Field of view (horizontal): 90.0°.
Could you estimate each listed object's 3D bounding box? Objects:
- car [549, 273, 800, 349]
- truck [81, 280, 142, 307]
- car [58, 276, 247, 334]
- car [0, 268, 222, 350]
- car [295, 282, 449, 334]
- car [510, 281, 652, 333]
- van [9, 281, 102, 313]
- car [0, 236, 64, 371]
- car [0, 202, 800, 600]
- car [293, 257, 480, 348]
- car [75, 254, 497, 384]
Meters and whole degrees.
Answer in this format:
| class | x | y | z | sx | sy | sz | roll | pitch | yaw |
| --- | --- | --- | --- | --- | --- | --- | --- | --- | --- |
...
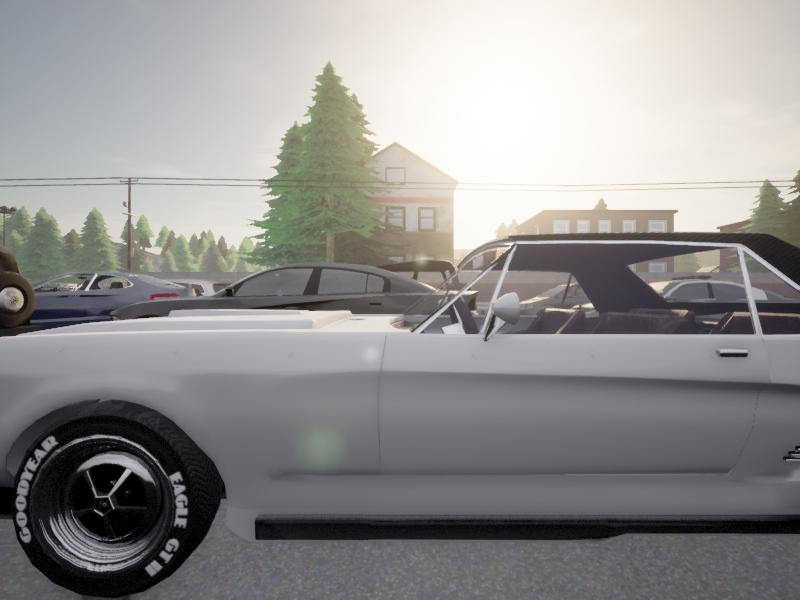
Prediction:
| class | x | y | z | sx | sy | sz | roll | pitch | yaw |
| --- | --- | --- | --- | --- | --- | --- | --- | --- | --- |
| car | 6.297 | 0.226 | 9.236 | 4.974 | 1.542 | 2.038 | 0 | 0 | 0 |
| truck | -42.704 | -0.925 | 59.662 | 2.891 | 3.827 | 8.468 | 0 | 0 | 1 |
| car | -7.559 | 0.156 | 12.661 | 4.611 | 1.667 | 2.242 | 0 | 0 | -1 |
| car | -7.069 | 0.181 | 9.172 | 5.027 | 1.651 | 2.152 | 0 | 0 | 0 |
| car | -0.816 | 0.228 | 12.696 | 4.514 | 1.525 | 2.007 | 0 | 0 | 0 |
| car | 5.601 | 0.215 | 12.732 | 3.705 | 1.549 | 1.789 | 0 | 0 | 0 |
| van | -28.740 | -0.222 | 33.823 | 2.351 | 2.431 | 6.366 | 0 | 0 | 0 |
| car | -7.490 | 0.046 | 5.660 | 3.866 | 1.878 | 1.905 | 0 | 0 | 0 |
| car | 0.559 | 0.344 | 2.203 | 4.718 | 1.301 | 1.895 | 0 | 0 | 0 |
| car | -0.280 | 0.046 | 9.200 | 3.866 | 1.878 | 1.905 | 0 | 0 | 0 |
| car | -1.348 | 0.223 | 5.694 | 5.008 | 1.535 | 1.882 | 0 | 0 | 0 |
